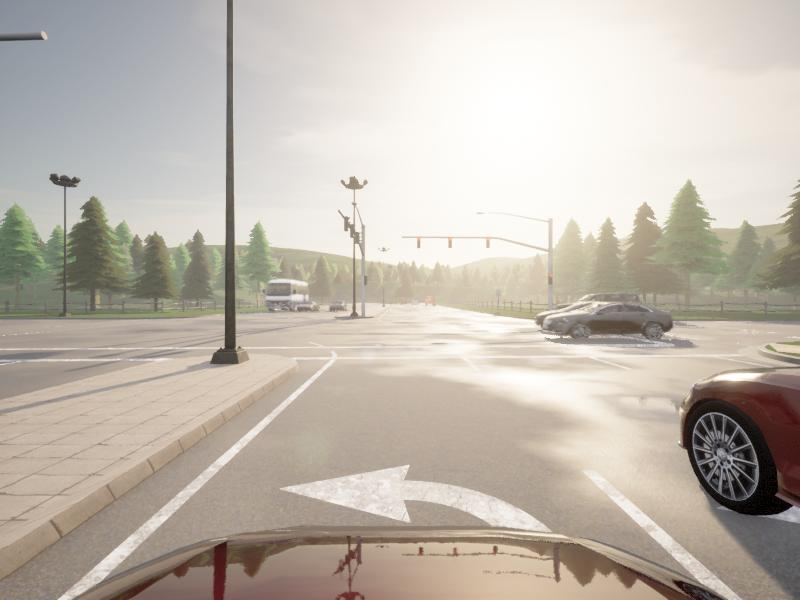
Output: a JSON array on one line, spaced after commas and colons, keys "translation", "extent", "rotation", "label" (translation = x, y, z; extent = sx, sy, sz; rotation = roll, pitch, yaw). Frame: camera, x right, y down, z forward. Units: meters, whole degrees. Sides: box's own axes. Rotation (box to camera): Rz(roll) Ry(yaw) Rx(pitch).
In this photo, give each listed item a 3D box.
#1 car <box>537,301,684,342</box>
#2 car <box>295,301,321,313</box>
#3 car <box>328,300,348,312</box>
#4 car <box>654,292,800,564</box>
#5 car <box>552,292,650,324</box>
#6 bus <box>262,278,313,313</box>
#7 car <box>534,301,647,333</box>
[{"translation": [8.384, 0.821, 16.289], "extent": [4.902, 1.511, 2.128], "rotation": [0, 0, -1], "label": "car"}, {"translation": [-11.490, 0.851, 50.307], "extent": [2.033, 1.411, 5.357], "rotation": [0, 0, 0], "label": "car"}, {"translation": [-7.988, 0.799, 52.024], "extent": [1.837, 1.490, 4.892], "rotation": [0, 0, 0], "label": "car"}, {"translation": [3.500, 0.779, 1.307], "extent": [2.152, 1.651, 5.027], "rotation": [0, 0, 0], "label": "car"}, {"translation": [13.502, 0.543, 27.194], "extent": [5.566, 2.045, 2.150], "rotation": [0, 0, 2], "label": "car"}, {"translation": [-14.867, -0.582, 53.968], "extent": [3.944, 4.253, 10.273], "rotation": [0, 0, 0], "label": "bus"}, {"translation": [9.521, 0.825, 20.395], "extent": [4.892, 1.490, 1.837], "rotation": [0, 0, 9], "label": "car"}]
